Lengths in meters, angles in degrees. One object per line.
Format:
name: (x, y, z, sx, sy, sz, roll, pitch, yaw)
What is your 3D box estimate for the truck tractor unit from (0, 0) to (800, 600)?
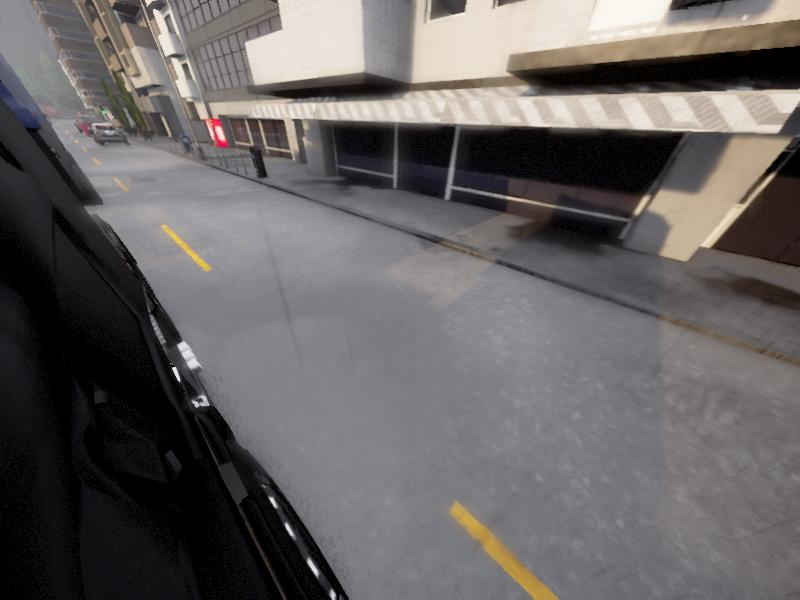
truck tractor unit: (-2.645, -0.295, 0.352, 6.516, 4.208, 3.053, 28, 44, 30)

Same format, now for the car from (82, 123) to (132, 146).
car: (-26.009, -14.741, 20.520, 3.806, 1.475, 1.970, 28, 43, 30)

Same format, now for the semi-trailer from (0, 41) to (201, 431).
semi-trailer: (-8.698, -3.601, 4.234, 14.254, 4.402, 2.717, 28, 43, 30)

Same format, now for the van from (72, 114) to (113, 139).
van: (-34.139, -19.286, 25.660, 4.442, 1.987, 1.775, 28, 43, 30)
